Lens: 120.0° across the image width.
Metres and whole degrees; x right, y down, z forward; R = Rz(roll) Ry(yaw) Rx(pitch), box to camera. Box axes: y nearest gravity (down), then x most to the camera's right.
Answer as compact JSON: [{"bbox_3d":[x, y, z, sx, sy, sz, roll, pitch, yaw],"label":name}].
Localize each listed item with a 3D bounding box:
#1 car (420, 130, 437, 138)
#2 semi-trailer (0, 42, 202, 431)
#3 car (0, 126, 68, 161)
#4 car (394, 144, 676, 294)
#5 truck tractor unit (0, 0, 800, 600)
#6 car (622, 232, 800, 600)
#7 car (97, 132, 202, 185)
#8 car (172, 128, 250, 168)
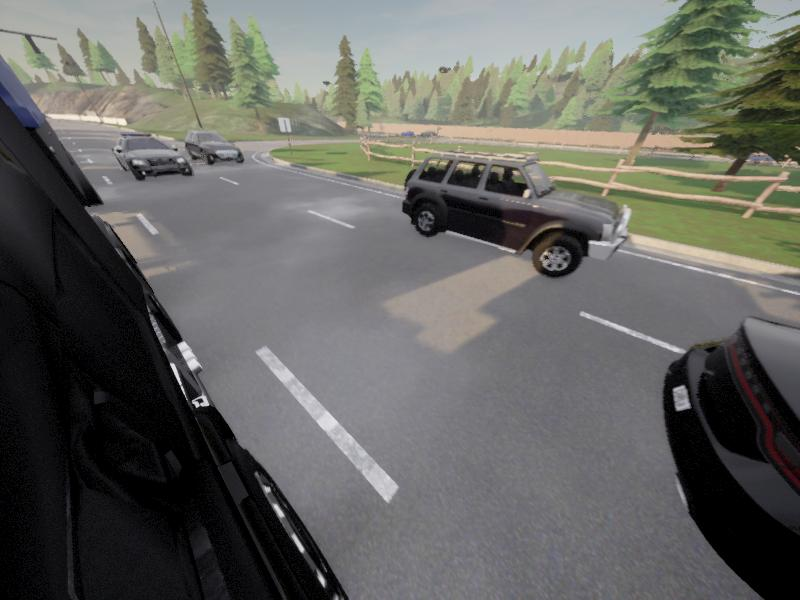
[{"bbox_3d":[8.327,-49.187,68.425,4.605,1.855,1.932,28,44,30],"label":"car"},{"bbox_3d":[-8.705,-3.593,4.235,14.254,4.402,2.717,28,44,30],"label":"semi-trailer"},{"bbox_3d":[-21.880,-9.340,13.681,4.181,1.385,1.994,28,44,30],"label":"car"},{"bbox_3d":[2.243,-2.207,5.168,4.605,1.855,1.932,28,43,30],"label":"car"},{"bbox_3d":[-2.645,-0.295,0.351,6.516,4.208,3.053,28,44,30],"label":"truck tractor unit"},{"bbox_3d":[4.134,1.625,0.348,5.238,1.638,1.930,28,44,30],"label":"car"},{"bbox_3d":[-11.410,-6.579,10.487,4.974,1.542,2.038,28,44,30],"label":"car"},{"bbox_3d":[-11.699,-9.508,14.304,4.856,1.649,2.033,28,44,30],"label":"car"}]
